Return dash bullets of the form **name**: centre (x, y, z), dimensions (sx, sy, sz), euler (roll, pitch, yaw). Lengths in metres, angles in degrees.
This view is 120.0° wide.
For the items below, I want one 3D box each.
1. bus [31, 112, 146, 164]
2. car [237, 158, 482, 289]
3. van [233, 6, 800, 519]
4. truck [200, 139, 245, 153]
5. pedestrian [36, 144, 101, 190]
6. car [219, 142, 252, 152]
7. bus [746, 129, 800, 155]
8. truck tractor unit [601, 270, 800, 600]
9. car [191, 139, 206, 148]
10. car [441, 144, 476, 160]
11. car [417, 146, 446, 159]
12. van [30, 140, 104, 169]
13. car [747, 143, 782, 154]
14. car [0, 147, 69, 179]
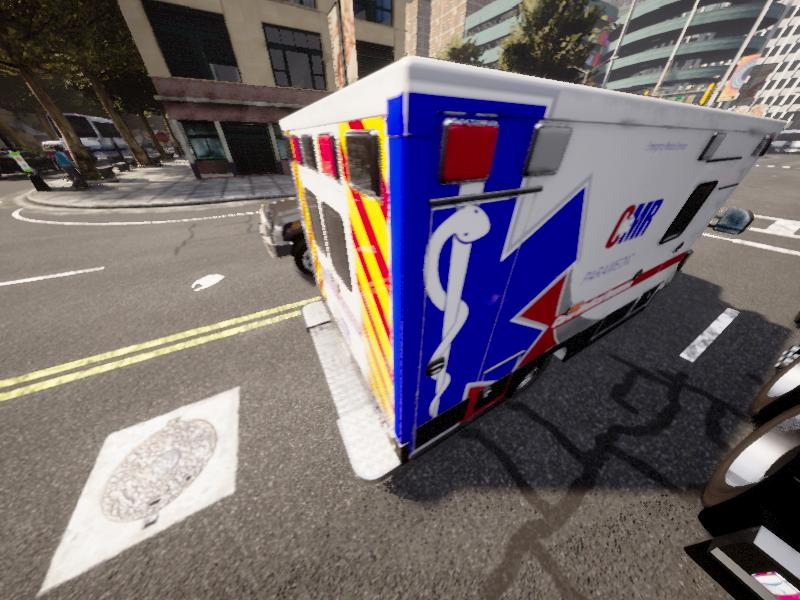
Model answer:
- **bus**: centre (-35.781, -19.185, 27.556), dimensions (3.944, 4.253, 10.273), euler (-18, 39, -24)
- **car**: centre (-0.701, -2.079, 5.334), dimensions (4.605, 1.855, 1.932), euler (-17, 39, -23)
- **van**: centre (1.978, -0.860, 3.122), dimensions (6.366, 2.431, 2.351), euler (-18, 39, -24)
- **truck**: centre (-34.140, -29.884, 44.815), dimensions (6.274, 2.098, 2.390), euler (-13, 37, -18)
- **pedestrian**: centre (-15.753, -6.348, 11.058), dimensions (0.751, 1.860, 0.751), euler (6, 35, 8)
- **car**: centre (-34.277, -31.924, 48.197), dimensions (5.366, 1.575, 1.801), euler (-18, 39, -25)
- **bus**: centre (82.951, -33.805, 49.427), dimensions (3.944, 4.253, 10.273), euler (10, 36, 14)
- **truck tractor unit**: centre (5.119, -0.293, 0.768), dimensions (6.516, 4.208, 3.053), euler (-18, 39, -24)
- **car**: centre (-61.158, -47.639, 70.159), dimensions (2.435, 2.045, 5.566), euler (-18, 39, -24)
- **car**: centre (8.402, -21.602, 33.616), dimensions (2.242, 1.667, 4.611), euler (-18, 39, -24)
- **car**: centre (4.470, -21.483, 33.613), dimensions (1.812, 1.442, 4.674), euler (-18, 39, -24)
- **van**: centre (-31.389, -13.973, 22.041), dimensions (2.069, 2.038, 4.480), euler (-18, 39, -24)
- **car**: centre (79.529, -33.120, 50.509), dimensions (1.905, 1.878, 3.866), euler (13, 37, 17)
- **car**: centre (-27.790, -10.175, 16.964), dimensions (1.930, 1.638, 5.238), euler (-18, 39, -24)
